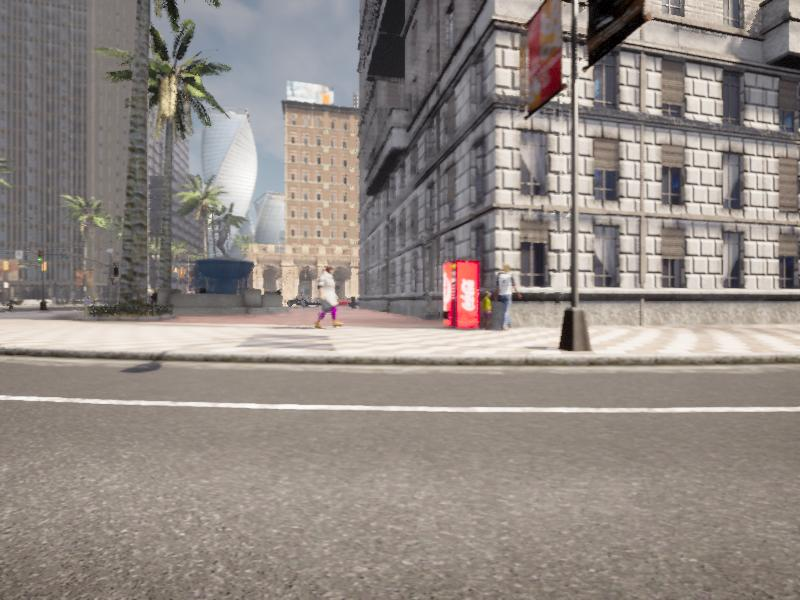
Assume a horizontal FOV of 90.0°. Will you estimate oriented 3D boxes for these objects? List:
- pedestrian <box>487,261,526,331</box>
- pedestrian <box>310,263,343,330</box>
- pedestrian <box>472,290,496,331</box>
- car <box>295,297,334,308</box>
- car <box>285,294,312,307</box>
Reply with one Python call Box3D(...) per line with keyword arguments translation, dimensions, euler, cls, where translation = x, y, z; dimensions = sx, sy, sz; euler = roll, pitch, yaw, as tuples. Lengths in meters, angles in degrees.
Box3D(translation=(2.953, -0.100, 11.102), dimensions=(0.751, 1.860, 0.751), euler=(0, 0, -42), cls="pedestrian")
Box3D(translation=(-2.137, -0.101, 11.647), dimensions=(0.751, 1.860, 0.751), euler=(0, 0, 7), cls="pedestrian")
Box3D(translation=(2.333, 0.280, 11.115), dimensions=(0.500, 1.100, 0.500), euler=(0, 0, -8), cls="pedestrian")
Box3D(translation=(-12.079, 0.355, 56.771), dimensions=(5.357, 1.411, 2.033), euler=(0, 0, -13), cls="car")
Box3D(translation=(-15.112, 0.109, 59.664), dimensions=(3.866, 1.878, 1.905), euler=(0, 0, -13), cls="car")
